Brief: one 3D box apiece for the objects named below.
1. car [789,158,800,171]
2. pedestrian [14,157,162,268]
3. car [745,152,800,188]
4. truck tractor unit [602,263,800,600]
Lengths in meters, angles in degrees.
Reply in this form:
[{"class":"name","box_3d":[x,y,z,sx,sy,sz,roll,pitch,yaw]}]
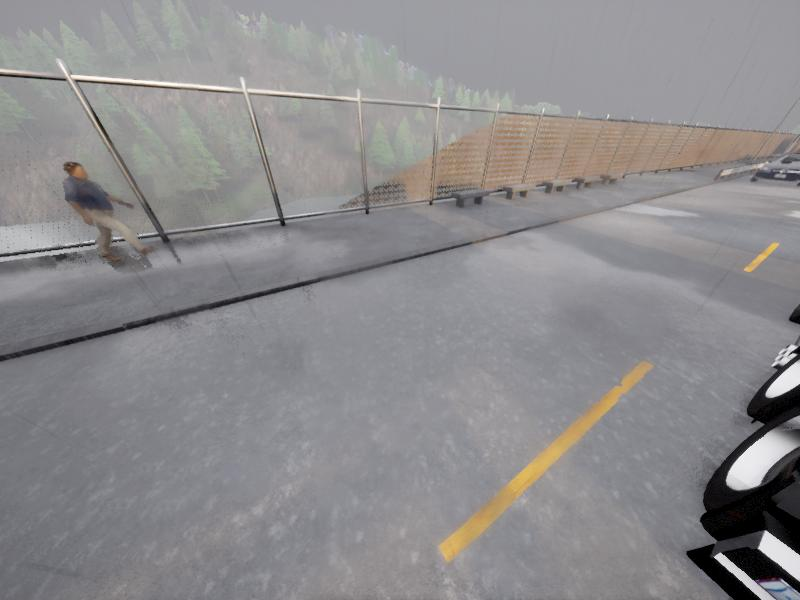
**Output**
[{"class":"car","box_3d":[39.420,-13.088,21.643,4.856,1.649,2.033,-18,39,-24]},{"class":"pedestrian","box_3d":[-5.822,-1.689,4.529,0.751,1.860,0.751,-14,37,-20]},{"class":"car","box_3d":[25.342,-8.488,14.944,5.027,1.651,2.152,-18,39,-24]},{"class":"truck tractor unit","box_3d":[5.108,-0.304,0.784,6.516,4.208,3.053,-18,39,-24]}]
